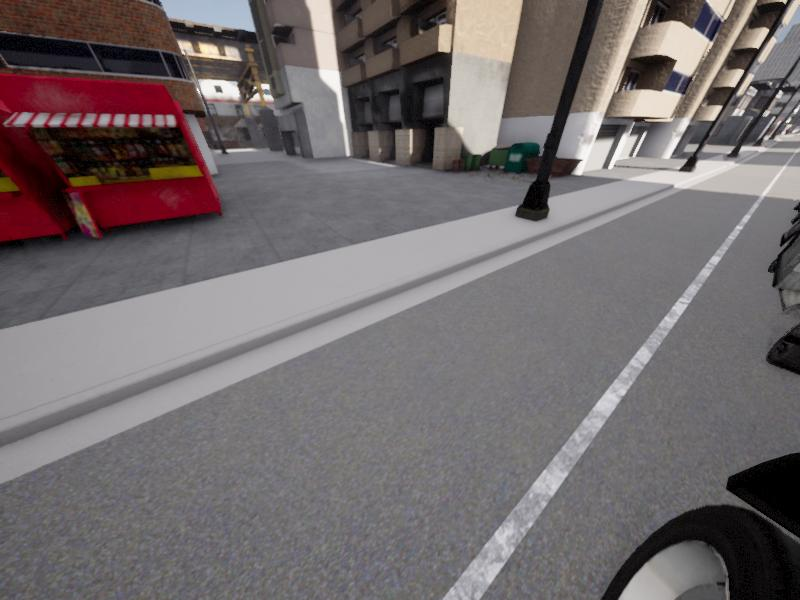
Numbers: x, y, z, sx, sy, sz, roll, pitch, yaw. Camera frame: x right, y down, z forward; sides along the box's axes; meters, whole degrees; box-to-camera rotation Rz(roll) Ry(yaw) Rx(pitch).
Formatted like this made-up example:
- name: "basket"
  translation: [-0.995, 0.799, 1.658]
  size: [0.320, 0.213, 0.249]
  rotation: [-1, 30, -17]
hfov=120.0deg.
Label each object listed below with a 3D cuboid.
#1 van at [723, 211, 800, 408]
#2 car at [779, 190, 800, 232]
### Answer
- name: "van"
  translation: [7.011, -0.649, 2.683]
  size: [6.366, 2.431, 2.351]
  rotation: [-22, 41, -28]
- name: "car"
  translation: [13.854, -3.044, 6.839]
  size: [4.902, 1.511, 2.128]
  rotation: [-22, 40, -28]
